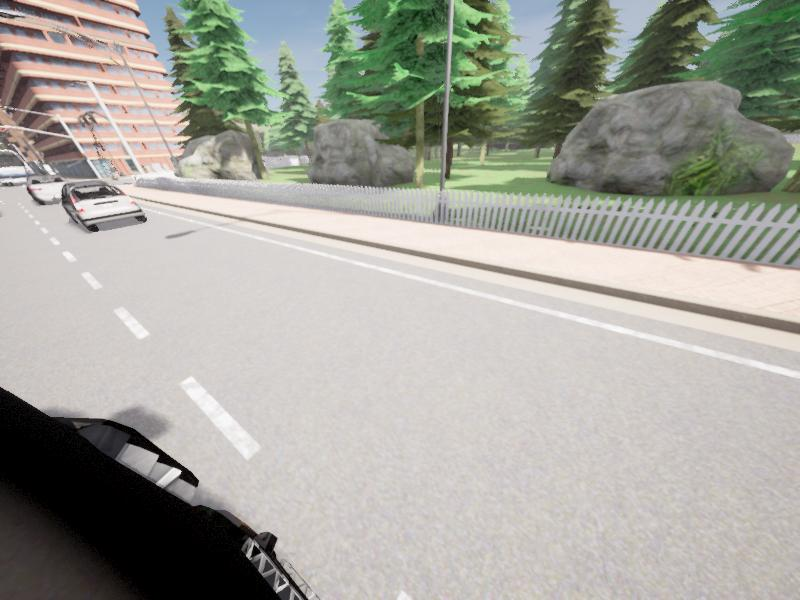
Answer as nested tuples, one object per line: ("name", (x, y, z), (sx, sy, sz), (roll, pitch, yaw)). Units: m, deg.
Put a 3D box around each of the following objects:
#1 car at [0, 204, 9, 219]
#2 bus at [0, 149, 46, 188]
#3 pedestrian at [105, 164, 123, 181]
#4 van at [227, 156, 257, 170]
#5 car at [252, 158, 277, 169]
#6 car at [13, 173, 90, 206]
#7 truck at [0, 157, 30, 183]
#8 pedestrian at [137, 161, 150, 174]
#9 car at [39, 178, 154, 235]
("car", (-23.268, -5.089, 12.163), (4.902, 1.511, 2.128), (18, 39, 28))
("bus", (-57.729, -19.364, 33.988), (10.273, 4.253, 3.944), (18, 39, 28))
("pedestrian", (-38.350, -17.094, 31.017), (0.751, 1.860, 0.751), (24, 42, 34))
("van", (-28.282, -24.673, 41.540), (1.775, 1.987, 4.442), (2, 34, 7))
("car", (-24.679, -25.068, 42.307), (1.816, 1.474, 4.193), (1, 34, 6))
("car", (-24.868, -7.981, 16.497), (4.611, 1.667, 2.242), (17, 39, 29))
("truck", (-74.264, -24.517, 43.486), (8.468, 3.827, 2.891), (18, 39, 28))
("pedestrian", (-44.525, -22.909, 40.048), (0.751, 1.860, 0.751), (27, 44, 37))
("car", (-12.692, -4.073, 9.683), (3.988, 1.617, 1.851), (18, 39, 28))
